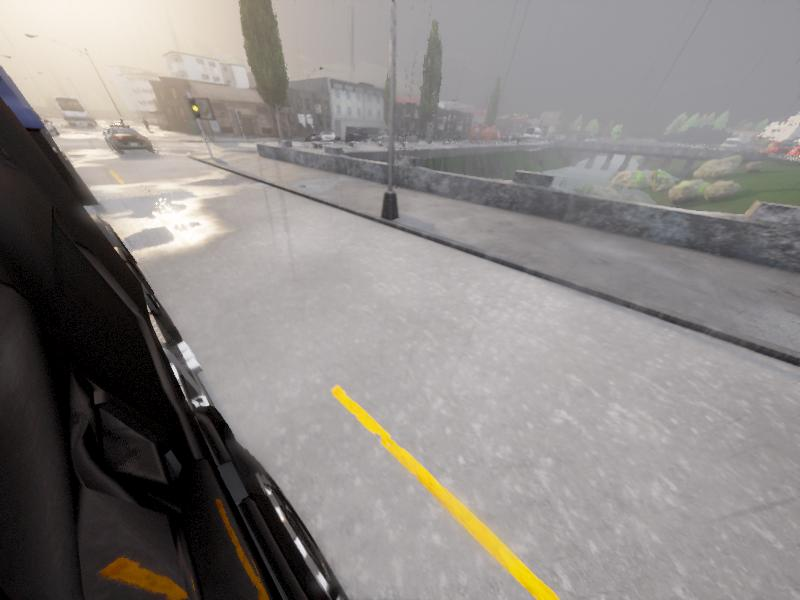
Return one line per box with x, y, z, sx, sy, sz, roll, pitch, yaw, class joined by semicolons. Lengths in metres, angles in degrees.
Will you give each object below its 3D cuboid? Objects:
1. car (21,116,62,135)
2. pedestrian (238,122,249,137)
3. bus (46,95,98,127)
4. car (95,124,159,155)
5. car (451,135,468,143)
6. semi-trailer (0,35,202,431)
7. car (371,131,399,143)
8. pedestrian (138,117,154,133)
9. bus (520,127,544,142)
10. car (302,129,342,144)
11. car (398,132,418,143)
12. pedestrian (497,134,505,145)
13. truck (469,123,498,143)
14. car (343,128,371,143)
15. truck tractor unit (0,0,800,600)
-40.329;-19.667;26.035;3.988;1.617;1.851;28;43;30;car
-24.458;-26.733;36.162;0.751;1.860;0.751;-3;37;-8;pedestrian
-63.249;-36.289;44.595;10.273;4.253;3.944;28;44;30;bus
-20.021;-11.793;16.889;4.974;1.542;2.038;29;44;30;car
13.294;-35.841;51.444;1.816;1.474;4.193;28;44;30;car
-8.748;-3.569;4.180;14.254;4.402;2.717;28;43;29;semi-trailer
-2.587;-28.956;41.016;2.152;1.651;5.027;29;44;30;car
-38.028;-26.244;34.592;0.751;1.860;0.751;26;42;27;pedestrian
48.418;-60.505;84.571;3.944;4.253;10.273;28;44;30;bus
-10.991;-23.273;32.902;2.038;1.542;4.974;29;44;30;car
1.550;-31.725;45.022;1.851;1.617;3.988;28;44;30;car
21.022;-33.443;48.207;0.751;1.860;0.751;-26;45;-33;pedestrian
21.094;-41.961;58.207;2.891;3.827;8.468;28;44;30;truck
-6.789;-26.246;36.872;1.905;1.878;3.866;29;44;30;car
-2.645;-0.295;0.351;6.516;4.208;3.053;28;44;30;truck tractor unit
